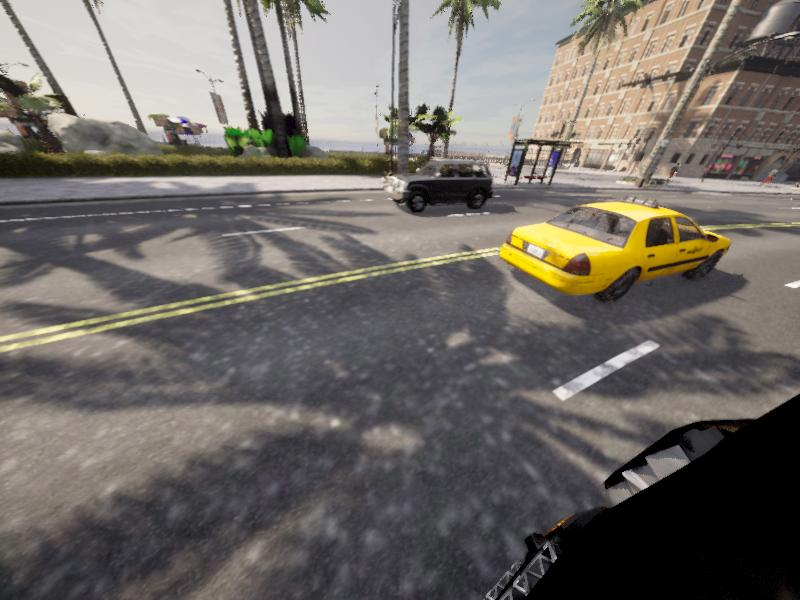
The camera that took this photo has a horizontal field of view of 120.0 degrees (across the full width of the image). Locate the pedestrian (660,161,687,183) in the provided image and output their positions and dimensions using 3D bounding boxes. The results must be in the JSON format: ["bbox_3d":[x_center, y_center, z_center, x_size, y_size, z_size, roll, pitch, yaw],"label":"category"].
[{"bbox_3d":[28.453,-13.328,24.064,0.751,1.860,0.751,-5,35,-12],"label":"pedestrian"}]

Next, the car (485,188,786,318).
[{"bbox_3d":[4.717,-1.291,4.794,5.366,1.575,1.801,-10,36,-19],"label":"car"}]

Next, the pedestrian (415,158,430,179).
[{"bbox_3d":[1.675,-10.020,17.573,0.751,1.300,0.751,-12,36,-21],"label":"pedestrian"}]

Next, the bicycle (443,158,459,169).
[{"bbox_3d":[6.008,-16.106,27.333,1.643,1.024,0.373,-3,34,-8],"label":"bicycle"}]

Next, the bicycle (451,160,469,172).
[{"bbox_3d":[6.434,-14.433,24.858,1.643,1.024,0.373,-3,34,-8],"label":"bicycle"}]

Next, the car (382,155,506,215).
[{"bbox_3d":[1.743,-4.920,9.734,4.605,1.855,1.932,-11,36,-20],"label":"car"}]

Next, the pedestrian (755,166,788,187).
[{"bbox_3d":[38.850,-12.884,24.192,0.751,1.860,0.751,1,34,-3],"label":"pedestrian"}]

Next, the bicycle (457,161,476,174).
[{"bbox_3d":[6.718,-13.317,23.208,1.643,1.024,0.373,-3,34,-8],"label":"bicycle"}]
